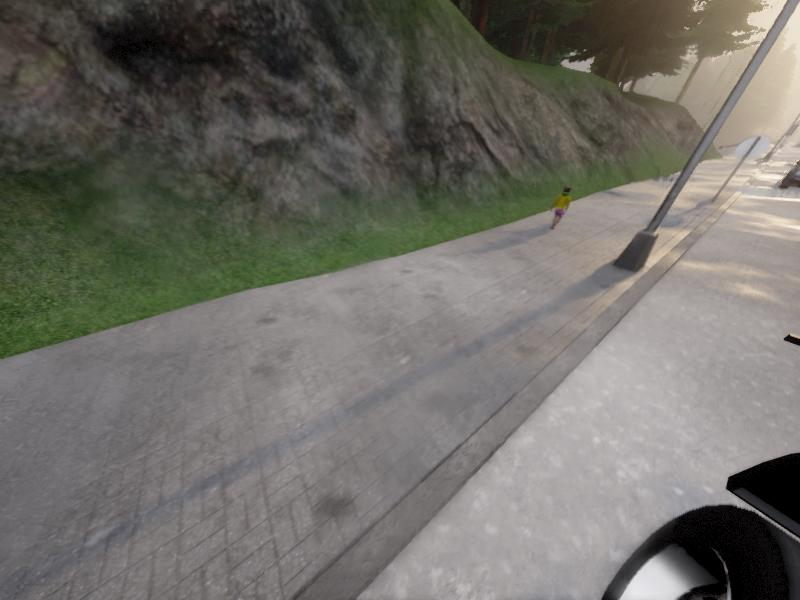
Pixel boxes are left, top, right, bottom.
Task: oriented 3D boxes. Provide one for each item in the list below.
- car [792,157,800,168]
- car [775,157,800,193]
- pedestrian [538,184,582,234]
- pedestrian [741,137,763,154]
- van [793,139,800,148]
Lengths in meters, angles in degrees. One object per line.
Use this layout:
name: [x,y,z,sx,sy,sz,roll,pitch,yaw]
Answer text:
car: [33.823,-11.199,18.097,4.856,1.649,2.033,-29,44,-34]
car: [20.935,-6.288,11.200,4.611,1.667,2.242,-23,41,-28]
pedestrian: [4.195,-2.404,6.093,0.500,1.100,0.500,30,45,35]
pedestrian: [47.040,-20.613,30.897,0.751,1.860,0.751,-27,43,-33]
van: [84.490,-32.310,47.255,2.069,2.038,4.480,20,40,26]
